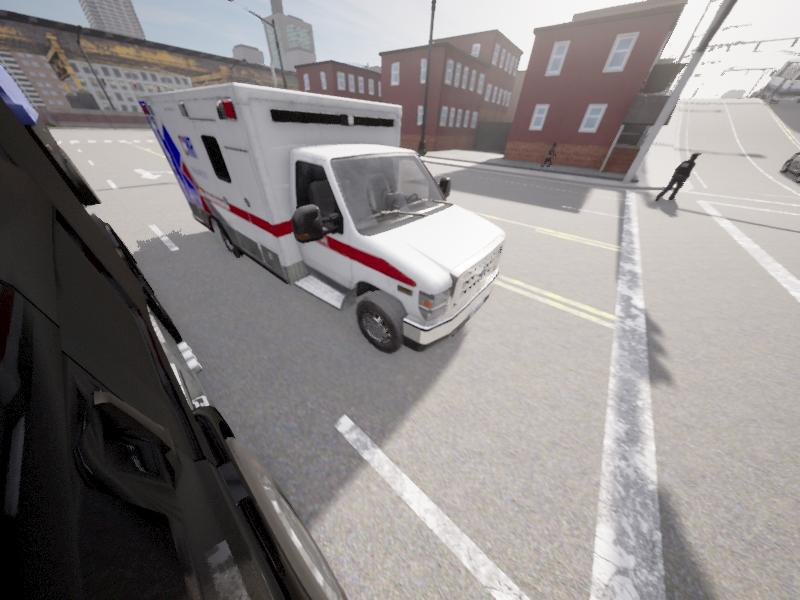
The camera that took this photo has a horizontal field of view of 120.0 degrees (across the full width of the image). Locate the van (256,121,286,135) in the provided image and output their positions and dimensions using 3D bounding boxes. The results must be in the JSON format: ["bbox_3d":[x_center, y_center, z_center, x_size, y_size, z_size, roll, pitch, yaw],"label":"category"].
[{"bbox_3d":[-25.738,-34.435,46.278,1.775,1.987,4.442,28,44,30],"label":"van"}]

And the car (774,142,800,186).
[{"bbox_3d":[25.446,-8.076,13.762,1.930,1.638,5.238,28,49,29],"label":"car"}]

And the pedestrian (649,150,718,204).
[{"bbox_3d":[11.618,-5.078,9.560,0.751,1.860,0.751,-7,38,-13],"label":"pedestrian"}]

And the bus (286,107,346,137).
[{"bbox_3d":[-16.341,-35.361,46.217,3.944,4.253,10.273,28,43,30],"label":"bus"}]

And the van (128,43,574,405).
[{"bbox_3d":[-1.513,-1.751,3.862,6.366,2.431,2.351,28,44,30],"label":"van"}]

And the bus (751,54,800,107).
[{"bbox_3d":[49.372,-27.339,28.568,3.944,4.253,10.273,28,53,29],"label":"bus"}]

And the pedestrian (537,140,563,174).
[{"bbox_3d":[10.094,-9.627,15.589,0.751,1.860,0.751,30,44,31],"label":"pedestrian"}]

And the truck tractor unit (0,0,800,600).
[{"bbox_3d":[-2.645,-0.295,0.351,6.516,4.208,3.053,28,44,30],"label":"truck tractor unit"}]

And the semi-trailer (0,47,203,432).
[{"bbox_3d":[-8.736,-3.588,4.177,14.254,4.402,2.717,28,44,29],"label":"semi-trailer"}]

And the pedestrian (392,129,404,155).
[{"bbox_3d":[-0.198,-14.093,20.580,0.751,1.860,0.751,27,43,28],"label":"pedestrian"}]

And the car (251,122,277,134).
[{"bbox_3d":[-28.316,-35.902,48.152,1.905,1.878,3.866,28,44,30],"label":"car"}]
